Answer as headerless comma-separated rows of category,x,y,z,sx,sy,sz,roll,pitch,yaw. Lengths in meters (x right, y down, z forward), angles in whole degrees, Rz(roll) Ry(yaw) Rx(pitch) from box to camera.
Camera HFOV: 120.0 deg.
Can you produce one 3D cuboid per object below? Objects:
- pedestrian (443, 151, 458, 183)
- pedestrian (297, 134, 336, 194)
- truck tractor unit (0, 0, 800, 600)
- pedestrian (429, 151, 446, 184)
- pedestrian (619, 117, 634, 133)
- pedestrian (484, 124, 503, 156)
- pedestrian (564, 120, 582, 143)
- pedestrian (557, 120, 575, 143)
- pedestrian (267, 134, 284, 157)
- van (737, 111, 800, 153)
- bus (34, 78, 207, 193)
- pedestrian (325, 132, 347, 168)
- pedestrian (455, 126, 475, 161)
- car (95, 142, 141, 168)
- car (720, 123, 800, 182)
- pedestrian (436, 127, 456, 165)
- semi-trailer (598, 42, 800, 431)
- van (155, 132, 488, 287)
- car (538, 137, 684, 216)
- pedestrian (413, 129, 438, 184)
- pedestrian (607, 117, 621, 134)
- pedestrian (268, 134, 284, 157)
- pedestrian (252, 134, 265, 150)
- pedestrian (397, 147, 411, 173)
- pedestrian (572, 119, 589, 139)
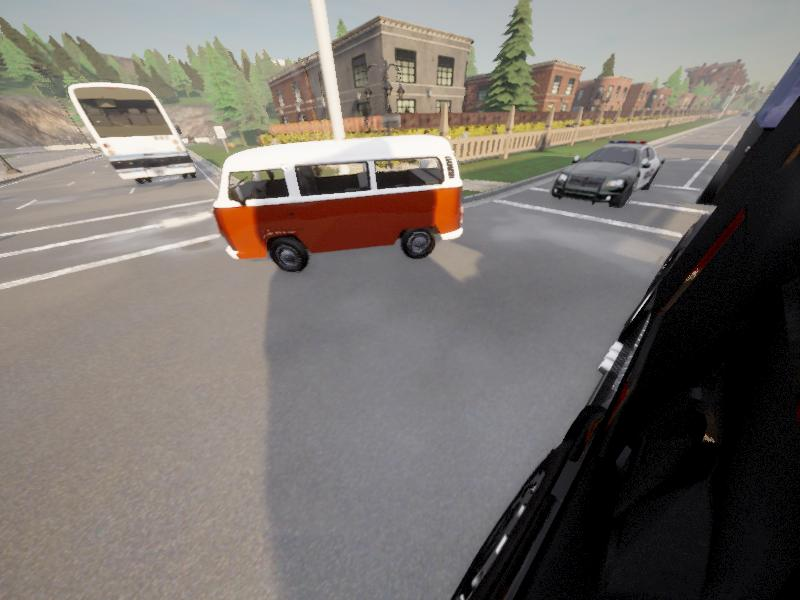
pedestrian,2.103,-5.546,9.668,0.500,1.100,0.500,5,38,10
pedestrian,-3.154,-5.185,8.828,0.751,1.860,0.751,-28,44,-30
truck tractor unit,2.645,-0.295,0.351,6.516,4.208,3.053,-28,44,-30
pedestrian,1.566,-5.556,9.697,0.500,1.100,0.500,20,43,27
pedestrian,32.593,-25.189,33.262,0.751,1.860,0.751,-29,44,-30
pedestrian,6.796,-11.611,16.807,0.751,1.860,0.751,20,42,27
pedestrian,17.696,-17.273,23.660,0.751,1.860,0.751,-28,44,-30
pedestrian,17.255,-17.572,24.084,0.751,1.860,0.751,-25,43,-27
pedestrian,-12.608,-15.693,23.424,0.751,1.860,0.751,-28,44,-30
van,24.434,-11.044,15.157,4.442,1.987,1.775,-28,44,-30
bus,-16.222,-10.304,14.789,3.944,4.253,10.273,-26,43,-28
pedestrian,-4.060,-9.557,14.744,0.751,1.860,0.751,-28,44,-30
pedestrian,4.267,-10.345,15.280,0.751,1.860,0.751,28,47,34
car,-27.810,-14.451,22.977,1.905,1.878,3.866,-28,44,-29
car,16.240,-6.507,9.936,5.027,1.651,2.152,-28,44,-30
pedestrian,2.771,-9.387,14.099,0.751,1.860,0.751,-30,45,-31
semi-trailer,8.693,-3.612,4.227,14.254,4.402,2.717,-28,44,-30
van,-1.043,-1.965,4.616,4.480,2.038,2.069,-8,38,-7
car,7.119,-4.393,7.765,4.974,1.542,2.038,-27,43,-29
pedestrian,1.053,-6.028,9.741,0.751,1.860,0.751,17,41,24
pedestrian,30.864,-25.163,33.334,0.751,1.860,0.751,-29,44,-30
pedestrian,-12.197,-15.196,22.738,0.751,1.860,0.751,-24,42,-26
pedestrian,-19.942,-22.270,32.613,0.751,1.860,0.751,1,37,5
pedestrian,0.223,-7.538,12.431,0.500,1.100,0.500,25,45,32
pedestrian,20.922,-19.803,26.824,0.751,1.860,0.751,-27,43,-28
